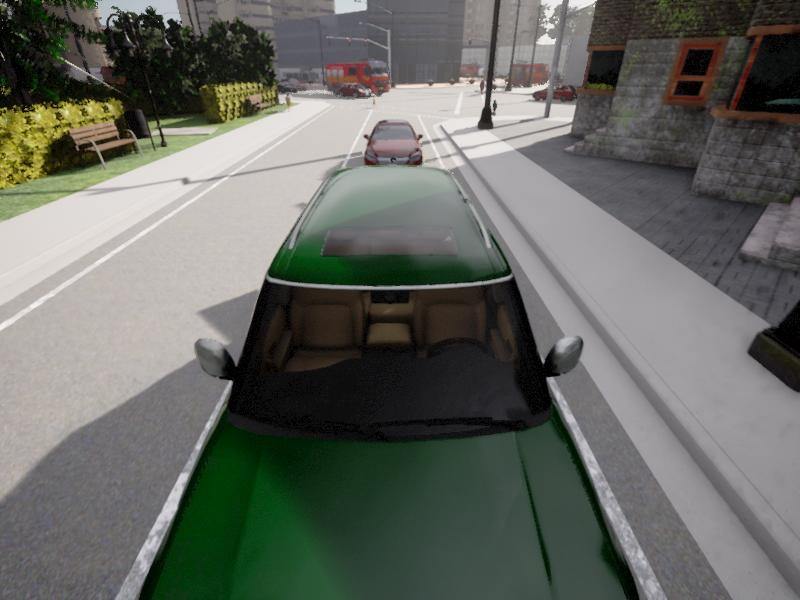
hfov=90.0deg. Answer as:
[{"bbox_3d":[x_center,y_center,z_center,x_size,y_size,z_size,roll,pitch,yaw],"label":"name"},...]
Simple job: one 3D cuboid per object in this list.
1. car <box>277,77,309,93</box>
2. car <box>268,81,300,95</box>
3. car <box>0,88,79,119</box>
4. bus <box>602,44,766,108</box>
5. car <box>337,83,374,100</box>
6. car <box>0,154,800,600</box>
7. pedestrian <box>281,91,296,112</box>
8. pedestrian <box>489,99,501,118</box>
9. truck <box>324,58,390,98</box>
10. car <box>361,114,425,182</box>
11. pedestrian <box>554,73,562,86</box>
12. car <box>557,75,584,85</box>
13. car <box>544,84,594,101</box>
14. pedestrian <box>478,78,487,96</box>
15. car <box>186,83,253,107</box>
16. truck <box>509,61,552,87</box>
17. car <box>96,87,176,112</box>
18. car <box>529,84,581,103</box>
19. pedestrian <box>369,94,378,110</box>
[{"bbox_3d":[-15.153,-30.427,56.549,4.553,1.767,2.097,26,39,38],"label":"car"},{"bbox_3d":[-15.287,-27.871,52.529,4.181,1.385,1.994,26,39,38],"label":"car"},{"bbox_3d":[-26.276,-13.912,28.251,2.152,1.651,5.027,27,40,38],"label":"car"},{"bbox_3d":[24.258,-19.543,35.019,10.273,4.253,3.944,26,39,38],"label":"bus"},{"bbox_3d":[-4.851,-22.808,43.628,3.806,1.475,1.970,26,39,37],"label":"car"},{"bbox_3d":[-0.071,0.334,3.431,2.150,2.045,5.566,0,30,-1],"label":"car"},{"bbox_3d":[-8.083,-14.367,28.996,0.751,1.300,0.751,0,30,0],"label":"pedestrian"},{"bbox_3d":[6.353,-12.820,26.770,0.500,1.100,0.500,-3,30,-6],"label":"pedestrian"},{"bbox_3d":[-5.158,-26.433,47.530,8.468,3.827,2.891,26,39,37],"label":"truck"},{"bbox_3d":[-0.225,-5.363,13.773,1.812,1.442,4.674,0,30,-1],"label":"car"},{"bbox_3d":[26.170,-36.474,66.289,0.751,1.860,0.751,-22,37,-32],"label":"pedestrian"},{"bbox_3d":[33.474,-43.181,78.449,4.974,1.542,2.038,-19,35,-28],"label":"car"},{"bbox_3d":[17.494,-21.655,41.650,4.181,1.385,1.994,26,39,37],"label":"car"},{"bbox_3d":[9.582,-24.819,46.625,0.751,1.860,0.751,11,32,18],"label":"pedestrian"},{"bbox_3d":[-16.470,-18.871,36.739,5.027,1.651,2.152,-27,39,-37],"label":"car"},{"bbox_3d":[22.985,-39.827,70.426,8.468,3.827,2.891,-26,39,-37],"label":"truck"},{"bbox_3d":[-21.368,-16.334,32.536,2.163,1.488,4.792,27,39,38],"label":"car"},{"bbox_3d":[15.202,-20.362,39.326,4.193,1.474,1.816,26,39,37],"label":"car"},{"bbox_3d":[-2.123,-15.937,32.161,0.500,1.100,0.500,16,34,25],"label":"pedestrian"}]
